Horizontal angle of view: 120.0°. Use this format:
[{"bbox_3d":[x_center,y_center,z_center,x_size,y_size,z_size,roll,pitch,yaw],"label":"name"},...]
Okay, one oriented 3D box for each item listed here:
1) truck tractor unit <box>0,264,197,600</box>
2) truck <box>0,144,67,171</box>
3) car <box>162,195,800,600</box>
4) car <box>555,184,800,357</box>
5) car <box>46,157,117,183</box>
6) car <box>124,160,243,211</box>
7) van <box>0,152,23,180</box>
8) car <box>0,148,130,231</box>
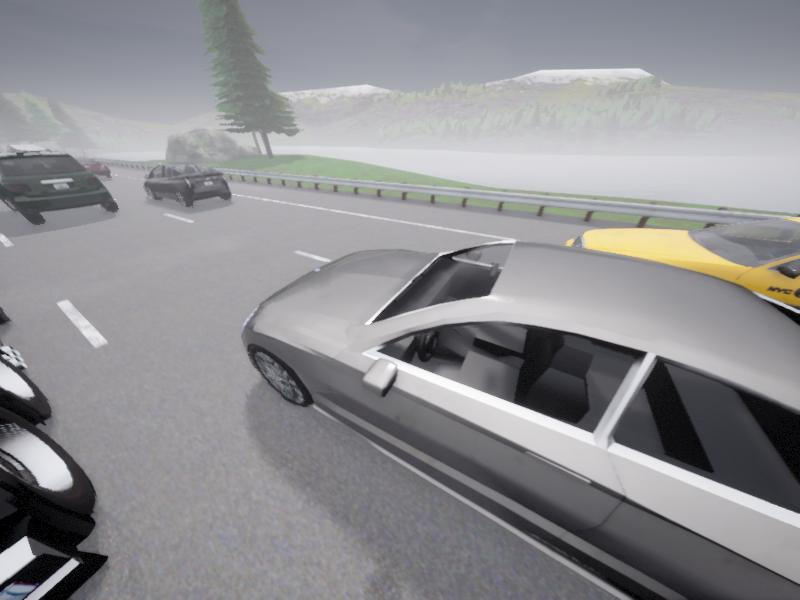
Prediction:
[{"bbox_3d":[-5.116,-0.294,0.784,6.516,4.208,3.053,18,39,24],"label":"truck tractor unit"},{"bbox_3d":[-37.187,-14.467,23.341,6.274,2.098,2.390,18,39,24],"label":"truck"},{"bbox_3d":[0.872,0.411,1.993,5.027,1.651,2.152,18,39,24],"label":"car"},{"bbox_3d":[5.483,-0.383,3.122,5.366,1.575,1.801,18,39,24],"label":"car"},{"bbox_3d":[-23.487,-9.685,17.033,4.718,1.301,1.895,18,39,24],"label":"car"},{"bbox_3d":[-9.652,-5.281,10.361,4.514,1.525,2.007,18,39,24],"label":"car"},{"bbox_3d":[-31.104,-10.159,17.138,4.480,2.038,2.069,18,39,24],"label":"van"},{"bbox_3d":[-13.232,-4.348,8.604,5.566,2.045,2.150,18,39,24],"label":"car"}]
